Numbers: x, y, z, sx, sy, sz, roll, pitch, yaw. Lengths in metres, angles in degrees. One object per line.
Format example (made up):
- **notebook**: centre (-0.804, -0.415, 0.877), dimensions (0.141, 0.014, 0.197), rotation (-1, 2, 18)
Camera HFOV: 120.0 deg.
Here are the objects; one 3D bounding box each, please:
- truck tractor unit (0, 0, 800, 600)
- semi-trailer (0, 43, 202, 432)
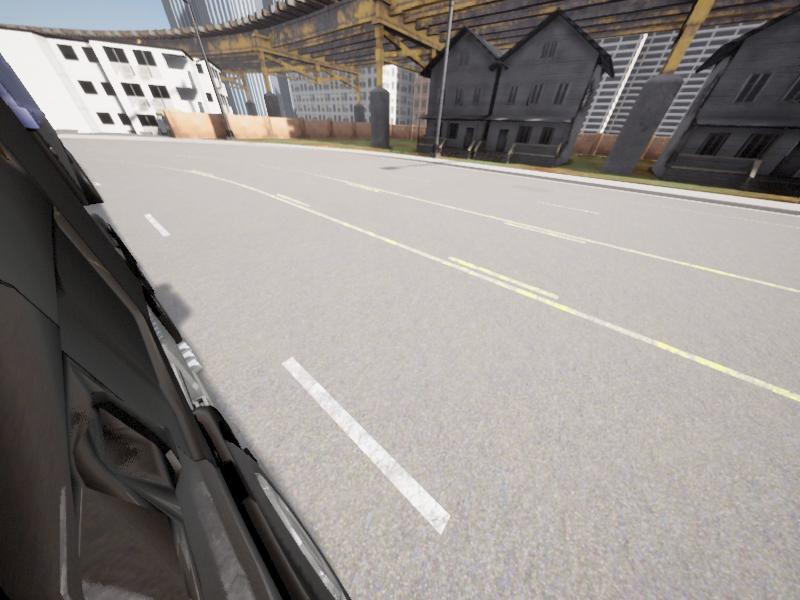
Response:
- **truck tractor unit**: centre (-2.645, -0.295, 0.352), dimensions (6.516, 4.208, 3.053), rotation (28, 44, 30)
- **semi-trailer**: centre (-8.690, -3.622, 4.219), dimensions (14.254, 4.402, 2.717), rotation (28, 44, 30)
